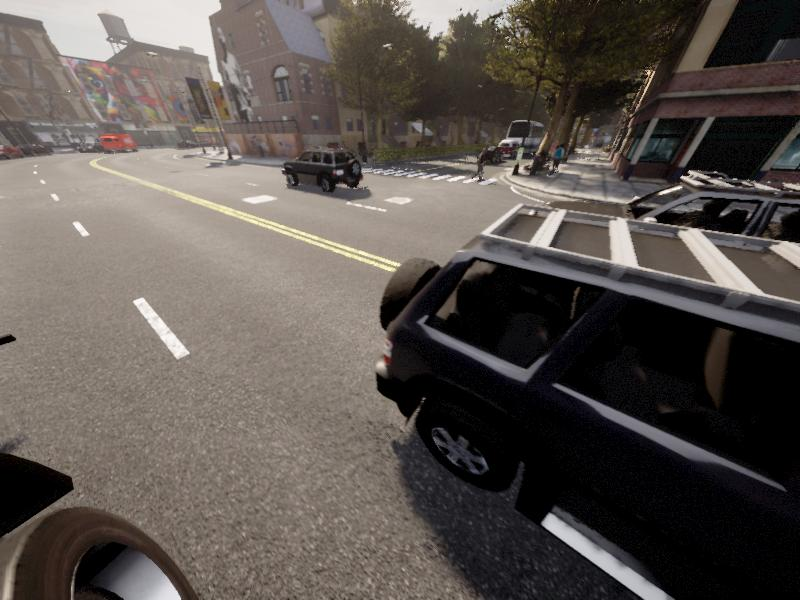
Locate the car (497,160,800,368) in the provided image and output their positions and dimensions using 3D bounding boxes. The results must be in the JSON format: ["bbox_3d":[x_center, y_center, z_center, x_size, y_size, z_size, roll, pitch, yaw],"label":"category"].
[{"bbox_3d":[4.339,-0.846,3.522,4.605,1.855,1.932,23,41,28],"label":"car"}]

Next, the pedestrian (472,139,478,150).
[{"bbox_3d":[15.856,-33.063,49.035,0.751,1.860,0.751,22,40,27],"label":"pedestrian"}]

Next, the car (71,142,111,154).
[{"bbox_3d":[-48.427,-23.906,36.284,1.970,1.475,3.806,-12,37,-17],"label":"car"}]

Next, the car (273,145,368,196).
[{"bbox_3d":[-4.087,-6.846,11.969,4.605,1.855,1.932,23,41,28],"label":"car"}]

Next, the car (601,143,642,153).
[{"bbox_3d":[41.913,-28.998,44.005,5.366,1.575,1.801,22,41,28],"label":"car"}]

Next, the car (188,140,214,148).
[{"bbox_3d":[-50.210,-39.473,58.311,2.007,1.525,4.514,7,36,10],"label":"car"}]

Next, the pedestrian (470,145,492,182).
[{"bbox_3d":[4.967,-8.379,14.186,0.751,1.860,0.751,22,40,27],"label":"pedestrian"}]

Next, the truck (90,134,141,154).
[{"bbox_3d":[-45.133,-25.020,36.950,2.627,2.467,5.204,-12,37,-17],"label":"truck"}]

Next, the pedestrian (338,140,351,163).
[{"bbox_3d":[-5.290,-14.133,22.014,0.751,1.860,0.751,7,36,10],"label":"pedestrian"}]

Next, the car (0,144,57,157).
[{"bbox_3d":[-48.588,-19.694,30.378,1.895,1.301,4.718,-15,38,-20],"label":"car"}]

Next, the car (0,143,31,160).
[{"bbox_3d":[-45.541,-16.949,26.374,2.002,1.452,4.674,-22,41,-28],"label":"car"}]

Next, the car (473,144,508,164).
[{"bbox_3d":[10.193,-16.454,25.918,1.930,1.638,5.238,22,41,28],"label":"car"}]

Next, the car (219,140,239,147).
[{"bbox_3d":[-47.515,-43.637,64.294,1.970,1.475,3.806,15,38,20],"label":"car"}]

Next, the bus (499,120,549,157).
[{"bbox_3d":[19.389,-25.075,35.958,3.944,4.253,10.273,22,41,28],"label":"bus"}]

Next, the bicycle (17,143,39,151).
[{"bbox_3d":[-64.294,-26.506,39.938,0.373,1.024,1.643,13,36,34],"label":"bicycle"}]

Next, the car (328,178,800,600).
[{"bbox_3d":[2.032,0.669,1.345,4.605,1.855,1.932,23,41,28],"label":"car"}]

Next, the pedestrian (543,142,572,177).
[{"bbox_3d":[10.149,-9.069,14.939,0.751,1.860,0.751,-27,43,-33],"label":"pedestrian"}]

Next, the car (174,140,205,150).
[{"bbox_3d":[-44.620,-33.076,49.111,1.930,1.638,5.238,1,35,0],"label":"car"}]

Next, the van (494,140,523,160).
[{"bbox_3d":[14.407,-20.028,30.674,2.069,2.038,4.480,22,41,28],"label":"van"}]
